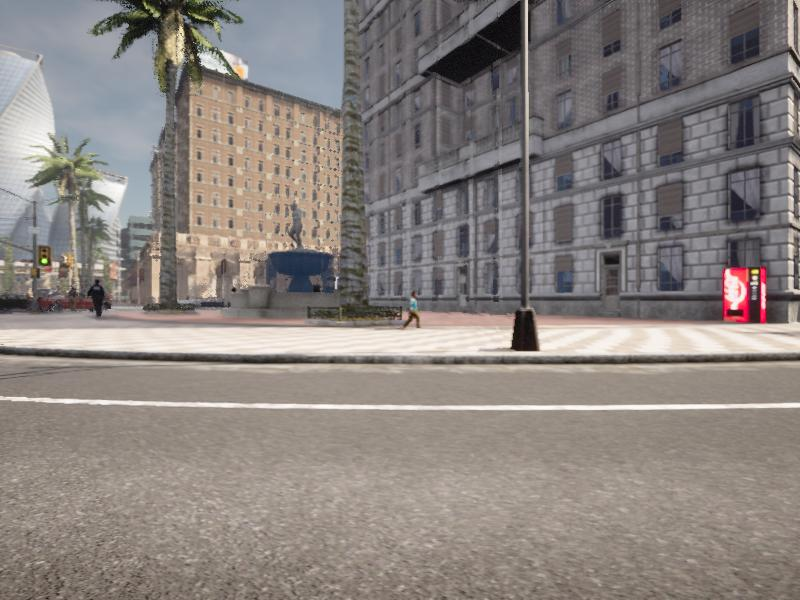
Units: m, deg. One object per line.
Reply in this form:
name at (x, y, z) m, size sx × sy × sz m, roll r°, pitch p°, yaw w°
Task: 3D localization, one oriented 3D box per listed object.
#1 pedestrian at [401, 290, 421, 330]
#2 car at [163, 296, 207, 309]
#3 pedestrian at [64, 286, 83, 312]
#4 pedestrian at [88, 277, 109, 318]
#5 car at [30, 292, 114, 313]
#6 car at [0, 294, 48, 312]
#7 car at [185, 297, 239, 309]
pedestrian at (0.317, 0.278, 11.414) m, size 0.500 × 1.100 × 0.500 m, roll 0°, pitch 0°, yaw 10°
car at (-25.958, 0.278, 48.347) m, size 4.514 × 1.525 × 2.007 m, roll 0°, pitch 0°, yaw -36°
pedestrian at (-24.096, -0.085, 29.514) m, size 0.751 × 1.860 × 0.751 m, roll 0°, pitch 0°, yaw 9°
pedestrian at (-14.073, -0.095, 18.654) m, size 0.751 × 1.860 × 0.751 m, roll 0°, pitch 0°, yaw -38°
car at (-27.440, 0.215, 33.669) m, size 2.152 × 1.651 × 5.027 m, roll 0°, pitch 0°, yaw 32°
car at (-34.025, 0.251, 35.517) m, size 3.705 × 1.549 × 1.789 m, roll 0°, pitch 0°, yaw -17°
car at (-22.007, 0.343, 46.928) m, size 5.357 × 1.411 × 2.033 m, roll 0°, pitch 0°, yaw -36°
